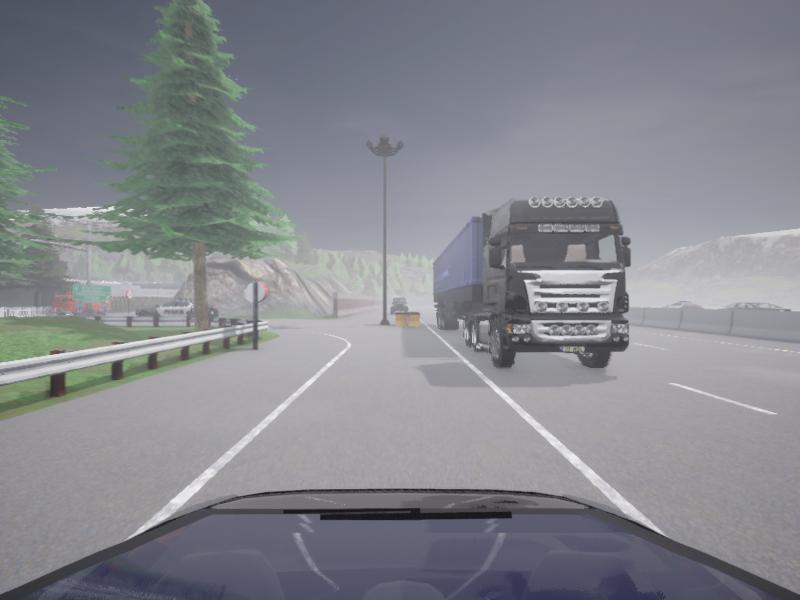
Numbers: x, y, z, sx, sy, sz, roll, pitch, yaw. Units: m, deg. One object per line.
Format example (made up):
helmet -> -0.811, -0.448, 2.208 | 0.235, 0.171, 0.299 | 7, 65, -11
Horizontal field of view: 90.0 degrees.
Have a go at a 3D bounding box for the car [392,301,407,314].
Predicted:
car -> -0.055, 0.917, 51.677 | 1.789, 1.549, 3.705 | 0, 0, 0

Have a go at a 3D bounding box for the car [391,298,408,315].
car -> -0.050, 0.737, 45.781 | 1.905, 1.878, 3.866 | 0, 0, 0

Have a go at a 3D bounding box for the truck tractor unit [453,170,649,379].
truck tractor unit -> 3.483, -0.497, 11.325 | 3.053, 4.208, 6.516 | 0, 0, 0

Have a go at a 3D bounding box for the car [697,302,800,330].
car -> 20.970, 0.884, 24.340 | 2.128, 1.511, 4.902 | 0, 0, 0

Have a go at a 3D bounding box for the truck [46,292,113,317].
truck -> -33.559, 0.444, 42.149 | 2.627, 2.467, 5.204 | 0, -1, 4

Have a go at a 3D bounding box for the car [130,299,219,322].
car -> -15.337, 0.685, 27.451 | 4.974, 1.542, 2.038 | 0, 0, 0

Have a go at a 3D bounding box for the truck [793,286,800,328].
truck -> 24.476, 0.399, 20.969 | 2.627, 2.467, 5.204 | 0, 0, 0

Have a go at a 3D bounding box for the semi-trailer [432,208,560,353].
semi-trailer -> 3.474, -0.579, 19.241 | 2.717, 4.402, 14.254 | 0, 0, 0

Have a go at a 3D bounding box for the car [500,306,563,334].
car -> 6.975, 0.988, 21.808 | 1.895, 1.301, 4.718 | 0, 0, 0
